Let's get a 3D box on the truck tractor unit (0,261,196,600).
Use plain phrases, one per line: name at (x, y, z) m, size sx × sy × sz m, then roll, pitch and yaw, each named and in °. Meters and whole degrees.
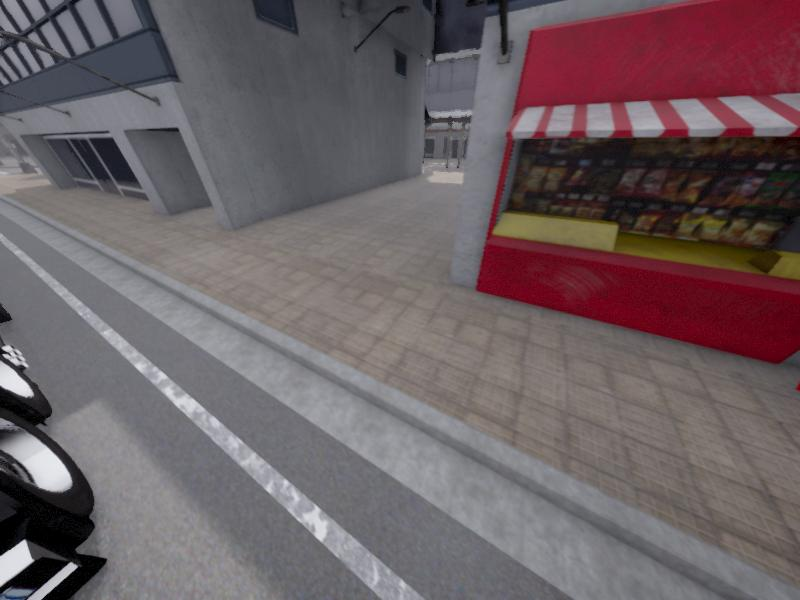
truck tractor unit at (-5.105, -0.307, 0.789) m, size 6.516 × 4.208 × 3.053 m, roll 19°, pitch 39°, yaw 24°
